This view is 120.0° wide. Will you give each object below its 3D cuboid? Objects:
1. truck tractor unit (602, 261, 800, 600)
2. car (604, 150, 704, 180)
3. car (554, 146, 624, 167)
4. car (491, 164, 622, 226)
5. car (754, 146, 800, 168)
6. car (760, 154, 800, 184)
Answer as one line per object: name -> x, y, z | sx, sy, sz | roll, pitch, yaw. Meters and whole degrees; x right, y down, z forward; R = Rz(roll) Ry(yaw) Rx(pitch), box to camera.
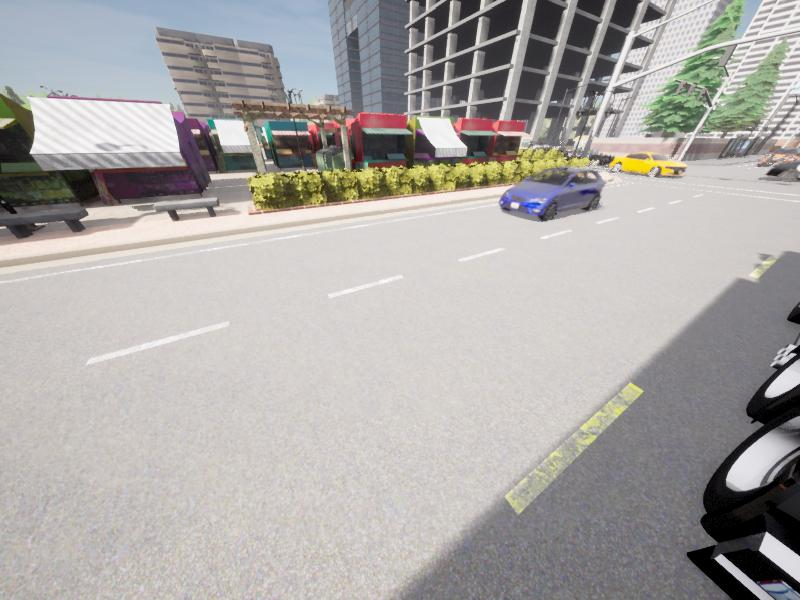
truck tractor unit -> 5.104, -0.307, 0.788 | 6.516, 4.208, 3.053 | -19, 39, -24
car -> 19.031, -10.485, 17.777 | 1.882, 1.535, 5.008 | -3, 35, -6
car -> 19.987, -15.457, 24.794 | 1.930, 1.638, 5.238 | -18, 39, -25
car -> 5.734, -4.041, 8.547 | 4.193, 1.474, 1.816 | -18, 39, -24
car -> 41.589, -15.603, 25.134 | 4.553, 1.767, 2.097 | -18, 39, -24
car -> 27.291, -8.031, 14.371 | 2.038, 1.542, 4.974 | -18, 39, -24
